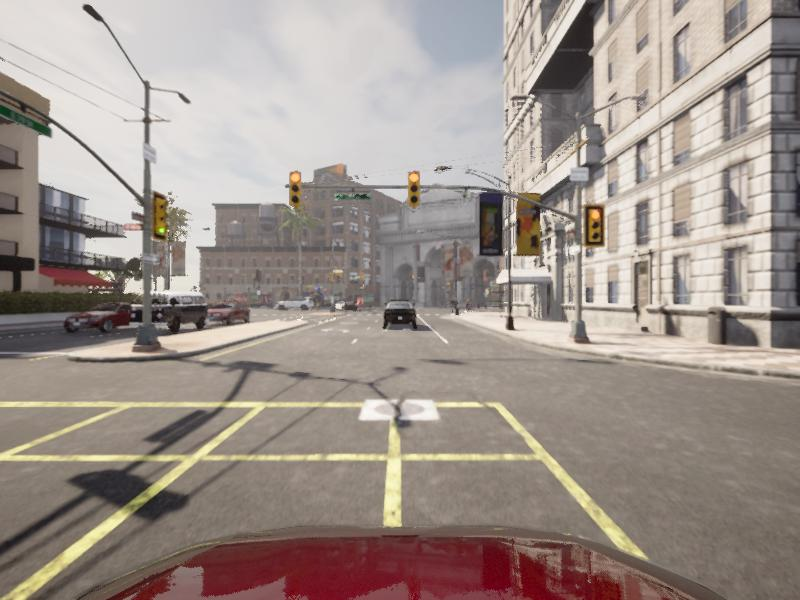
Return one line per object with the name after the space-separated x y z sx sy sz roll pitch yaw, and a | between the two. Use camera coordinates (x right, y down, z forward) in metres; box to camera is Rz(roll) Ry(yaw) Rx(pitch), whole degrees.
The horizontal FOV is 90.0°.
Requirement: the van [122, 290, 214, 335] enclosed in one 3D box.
-11.496 0.564 20.281 2.069 2.038 4.480 0 0 0 | van

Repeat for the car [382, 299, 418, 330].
-0.002 0.763 23.896 1.930 1.638 5.238 0 0 0 | car

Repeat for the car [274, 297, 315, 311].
-15.600 0.549 59.565 5.566 2.045 2.150 0 0 0 | car

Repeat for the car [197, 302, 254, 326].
-11.502 0.861 26.750 1.812 1.442 4.674 0 0 0 | car

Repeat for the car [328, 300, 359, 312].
-7.996 0.814 56.577 2.038 1.542 4.974 0 1 -39 | car

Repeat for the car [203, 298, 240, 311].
-26.533 0.630 59.655 4.605 1.855 1.932 -1 0 1 | car

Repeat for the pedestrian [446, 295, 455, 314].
5.167 0.471 40.613 0.751 1.860 0.751 0 0 -7 | pedestrian

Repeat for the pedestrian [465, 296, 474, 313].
7.427 0.471 42.901 0.751 1.860 0.751 0 0 -11 | pedestrian

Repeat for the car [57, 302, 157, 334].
-15.001 0.863 20.894 1.812 1.442 4.674 0 0 0 | car
